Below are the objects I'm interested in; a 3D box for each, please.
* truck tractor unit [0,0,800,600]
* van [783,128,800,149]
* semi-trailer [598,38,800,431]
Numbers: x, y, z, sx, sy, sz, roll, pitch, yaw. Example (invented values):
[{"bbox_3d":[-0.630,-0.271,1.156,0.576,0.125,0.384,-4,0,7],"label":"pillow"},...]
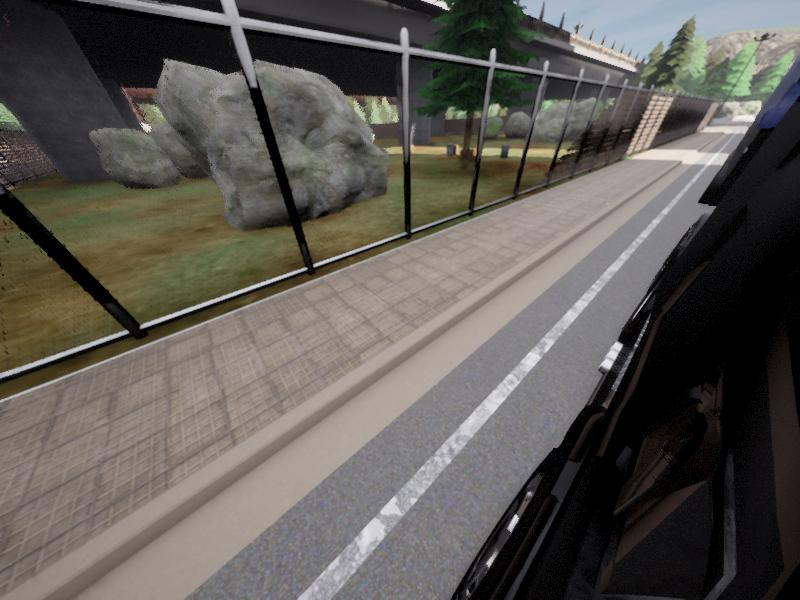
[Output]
[{"bbox_3d":[2.645,-0.295,0.351,6.516,4.208,3.053,-28,44,-30],"label":"truck tractor unit"},{"bbox_3d":[28.196,-11.122,14.916,4.480,2.038,2.069,-18,39,-20],"label":"van"},{"bbox_3d":[8.703,-3.610,4.211,14.254,4.402,2.717,-28,44,-30],"label":"semi-trailer"}]
